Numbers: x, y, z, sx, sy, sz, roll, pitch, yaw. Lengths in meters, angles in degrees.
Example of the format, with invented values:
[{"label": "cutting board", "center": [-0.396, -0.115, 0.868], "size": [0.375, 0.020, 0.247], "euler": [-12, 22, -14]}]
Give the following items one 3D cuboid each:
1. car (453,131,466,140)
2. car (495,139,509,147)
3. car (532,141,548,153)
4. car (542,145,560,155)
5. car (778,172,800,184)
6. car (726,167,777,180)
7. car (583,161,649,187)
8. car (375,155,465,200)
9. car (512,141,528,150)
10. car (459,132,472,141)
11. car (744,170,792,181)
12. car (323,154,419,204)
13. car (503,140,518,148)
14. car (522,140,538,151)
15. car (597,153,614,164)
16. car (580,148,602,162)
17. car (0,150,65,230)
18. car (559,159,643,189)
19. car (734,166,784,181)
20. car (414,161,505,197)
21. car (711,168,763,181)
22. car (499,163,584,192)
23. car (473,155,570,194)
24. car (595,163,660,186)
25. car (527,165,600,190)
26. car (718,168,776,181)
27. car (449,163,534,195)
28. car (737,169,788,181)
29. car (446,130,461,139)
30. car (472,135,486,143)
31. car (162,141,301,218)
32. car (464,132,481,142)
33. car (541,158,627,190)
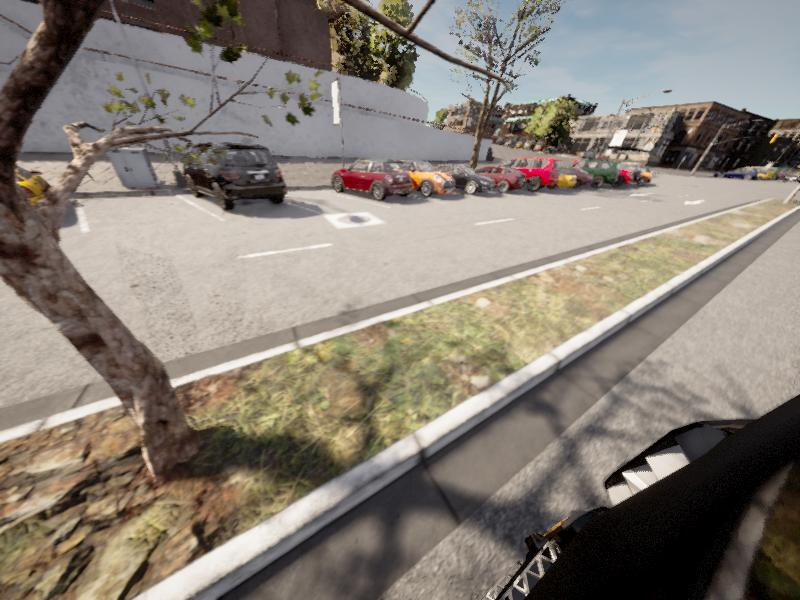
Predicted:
[{"label": "car", "center": [19.857, -54.882, 77.112], "size": [2.185, 1.767, 4.553], "euler": [29, 40, 28]}, {"label": "car", "center": [28.809, -44.452, 65.267], "size": [2.002, 1.452, 4.674], "euler": [32, 42, 28]}, {"label": "car", "center": [34.666, -37.703, 57.031], "size": [1.878, 1.987, 4.442], "euler": [32, 42, 28]}, {"label": "car", "center": [36.170, -35.842, 55.242], "size": [2.231, 1.521, 4.892], "euler": [32, 42, 28]}, {"label": "car", "center": [67.650, -20.833, 39.333], "size": [4.902, 1.511, 2.128], "euler": [-12, 36, -21]}, {"label": "car", "center": [63.777, -23.051, 42.099], "size": [2.185, 1.767, 4.553], "euler": [-26, 42, -37]}, {"label": "car", "center": [21.929, -12.993, 23.673], "size": [4.442, 1.987, 1.878], "euler": [26, 39, 32]}, {"label": "car", "center": [0.990, -7.171, 13.291], "size": [4.553, 1.767, 2.185], "euler": [26, 39, 32]}, {"label": "car", "center": [31.887, -41.104, 61.367], "size": [1.946, 1.575, 5.366], "euler": [32, 42, 28]}, {"label": "car", "center": [21.333, -53.185, 75.090], "size": [2.185, 1.767, 4.553], "euler": [30, 41, 27]}, {"label": "car", "center": [72.089, -24.586, 45.390], "size": [2.002, 1.452, 4.674], "euler": [-26, 42, -36]}, {"label": "car", "center": [-1.560, -6.412, 11.936], "size": [4.553, 1.767, 2.185], "euler": [26, 40, 32]}, {"label": "car", "center": [30.296, -42.726, 63.272], "size": [2.002, 1.452, 4.674], "euler": [32, 42, 27]}, {"label": "car", "center": [33.192, -39.433, 59.033], "size": [1.878, 1.987, 4.442], "euler": [32, 42, 28]}, {"label": "car", "center": [42.049, -28.909, 47.277], "size": [2.002, 1.452, 4.674], "euler": [32, 42, 28]}, {"label": "car", "center": [40.627, -30.877, 49.119], "size": [2.435, 2.045, 5.566], "euler": [32, 42, 28]}, {"label": "car", "center": [-12.114, -3.440, 6.864], "size": [5.366, 1.575, 1.946], "euler": [26, 40, 32]}, {"label": "car", "center": [19.248, -12.334, 22.404], "size": [5.566, 2.045, 2.435], "euler": [26, 39, 32]}, {"label": "car", "center": [66.643, -23.649, 43.048], "size": [1.878, 1.987, 4.442], "euler": [-26, 42, -37]}, {"label": "car", "center": [3.601, -7.785, 14.664], "size": [4.892, 1.521, 2.231], "euler": [26, 39, 32]}, {"label": "car", "center": [58.262, -21.831, 40.099], "size": [4.792, 1.488, 2.163], "euler": [30, 42, 35]}, {"label": "car", "center": [11.249, -10.036, 18.707], "size": [5.366, 1.575, 1.946], "euler": [26, 40, 32]}, {"label": "car", "center": [8.781, -9.459, 17.171], "size": [5.566, 2.045, 2.435], "euler": [26, 40, 32]}, {"label": "car", "center": [24.486, -13.644, 25.058], "size": [4.553, 1.767, 2.185], "euler": [27, 40, 32]}, {"label": "car", "center": [13.994, -10.653, 19.945], "size": [4.674, 1.452, 2.002], "euler": [26, 40, 32]}, {"label": "car", "center": [61.173, -22.278, 40.933], "size": [1.946, 1.575, 5.366], "euler": [-26, 43, -38]}, {"label": "car", "center": [6.172, -8.496, 16.003], "size": [4.792, 1.488, 2.163], "euler": [26, 40, 32]}, {"label": "car", "center": [69.315, -24.071, 44.318], "size": [2.231, 1.521, 4.892], "euler": [-26, 42, -37]}, {"label": "car", "center": [18.330, -56.552, 79.011], "size": [2.435, 2.045, 5.566], "euler": [27, 38, 30]}, {"label": "car", "center": [24.481, -49.720, 71.327], "size": [1.946, 1.575, 5.366], "euler": [31, 42, 27]}, {"label": "car", "center": [-6.796, -5.068, 9.267], "size": [5.566, 2.045, 2.435], "euler": [26, 40, 32]}, {"label": "car", "center": [22.878, -51.553, 73.022], "size": [2.435, 2.045, 5.566], "euler": [31, 42, 27]}, {"label": "car", "center": [16.587, -11.633, 21.119], "size": [5.566, 2.045, 2.435], "euler": [26, 40, 32]}]
